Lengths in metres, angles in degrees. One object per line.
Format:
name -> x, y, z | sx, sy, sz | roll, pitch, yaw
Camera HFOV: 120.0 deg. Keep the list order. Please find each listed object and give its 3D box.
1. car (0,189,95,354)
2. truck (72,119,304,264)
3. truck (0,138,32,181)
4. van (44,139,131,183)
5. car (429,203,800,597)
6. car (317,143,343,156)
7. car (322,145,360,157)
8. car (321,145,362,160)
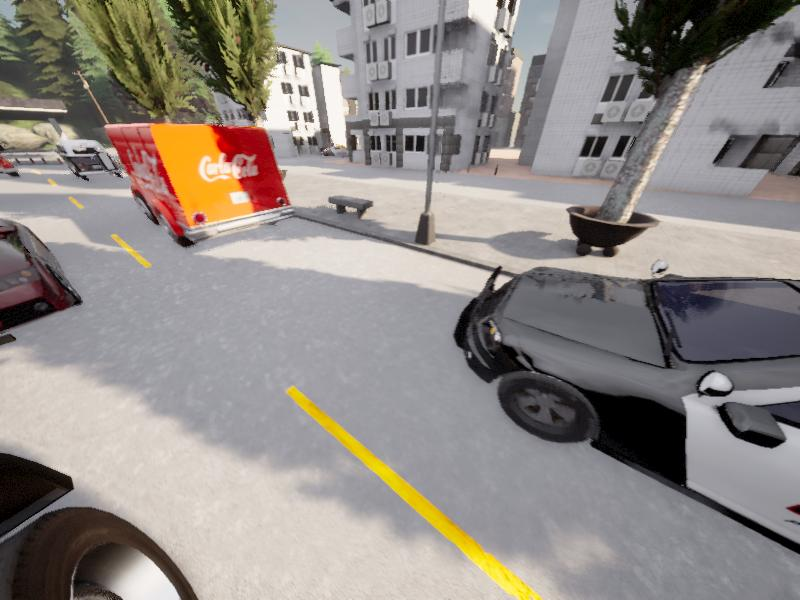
car -> -6.853, -0.490, 3.363 | 4.181, 1.385, 1.994 | 22, 41, 28
truck -> -5.656, -3.268, 6.361 | 5.204, 2.467, 2.627 | 23, 41, 28
truck -> -26.568, -8.962, 14.266 | 5.204, 2.467, 2.627 | 19, 38, 24
van -> -19.652, -8.857, 14.551 | 4.480, 2.038, 2.069 | 22, 41, 28
car -> 2.956, 0.664, 1.667 | 4.974, 1.542, 2.038 | 23, 41, 28
car -> -10.095, -21.632, 33.110 | 1.845, 1.501, 3.633 | -28, 44, -34
car -> -8.057, -20.450, 31.597 | 4.536, 1.218, 1.853 | -15, 38, -20
car -> -8.011, -20.333, 31.706 | 4.974, 1.542, 2.038 | -15, 38, -20
